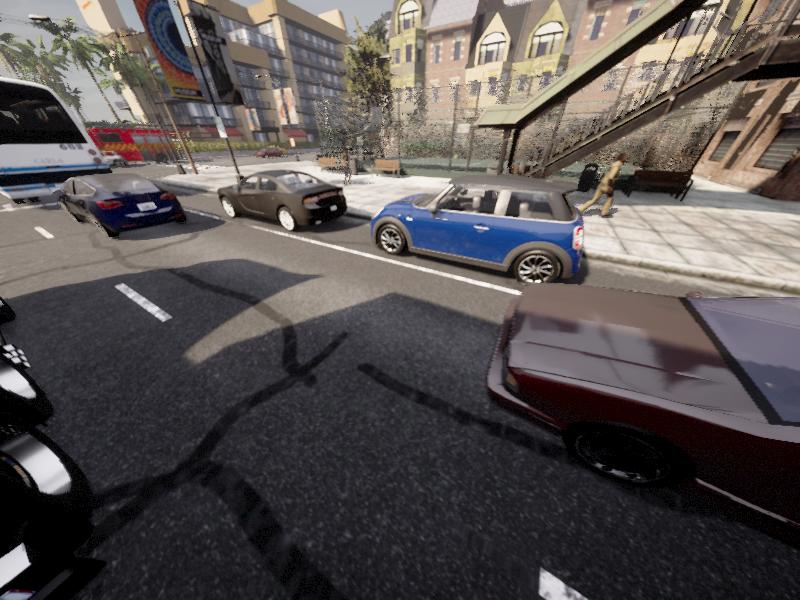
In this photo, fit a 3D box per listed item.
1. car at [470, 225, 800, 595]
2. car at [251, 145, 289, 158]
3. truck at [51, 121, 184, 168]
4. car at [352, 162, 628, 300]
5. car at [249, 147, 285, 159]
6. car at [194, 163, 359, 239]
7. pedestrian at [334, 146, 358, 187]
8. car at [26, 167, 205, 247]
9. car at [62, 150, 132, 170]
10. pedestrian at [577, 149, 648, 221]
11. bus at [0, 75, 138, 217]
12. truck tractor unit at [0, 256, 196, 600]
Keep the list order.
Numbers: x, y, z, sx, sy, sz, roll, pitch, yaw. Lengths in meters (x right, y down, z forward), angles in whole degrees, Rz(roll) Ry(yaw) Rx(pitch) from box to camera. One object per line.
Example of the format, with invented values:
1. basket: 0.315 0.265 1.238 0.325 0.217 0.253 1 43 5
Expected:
1. car: 3.506 0.902 1.470 5.357 1.411 2.033 18 39 24
2. car: -21.710 -25.135 38.968 1.801 1.575 5.366 18 39 24
3. truck: -31.152 -17.589 26.198 2.891 3.827 8.468 27 43 33
4. car: 1.508 -1.913 5.191 4.553 1.767 2.185 18 39 24
5. car: -20.216 -22.502 35.353 1.994 1.385 4.181 18 39 24
6. car: -4.126 -3.555 7.813 5.008 1.535 2.097 18 39 24
7. pedestrian: -2.886 -7.204 12.467 0.751 1.860 0.751 15 38 21
8. car: -9.076 -3.235 7.434 4.792 1.488 2.163 18 39 24
9. car: -30.508 -14.292 23.505 3.806 1.475 1.970 -24 41 -30
10. pedestrian: 6.336 -3.486 7.050 0.751 1.860 0.751 10 36 14
11. bus: -18.512 -7.358 11.018 10.273 4.253 3.944 19 39 24
12. truck tractor unit: -5.094 -0.317 0.796 6.516 4.208 3.053 19 39 25
